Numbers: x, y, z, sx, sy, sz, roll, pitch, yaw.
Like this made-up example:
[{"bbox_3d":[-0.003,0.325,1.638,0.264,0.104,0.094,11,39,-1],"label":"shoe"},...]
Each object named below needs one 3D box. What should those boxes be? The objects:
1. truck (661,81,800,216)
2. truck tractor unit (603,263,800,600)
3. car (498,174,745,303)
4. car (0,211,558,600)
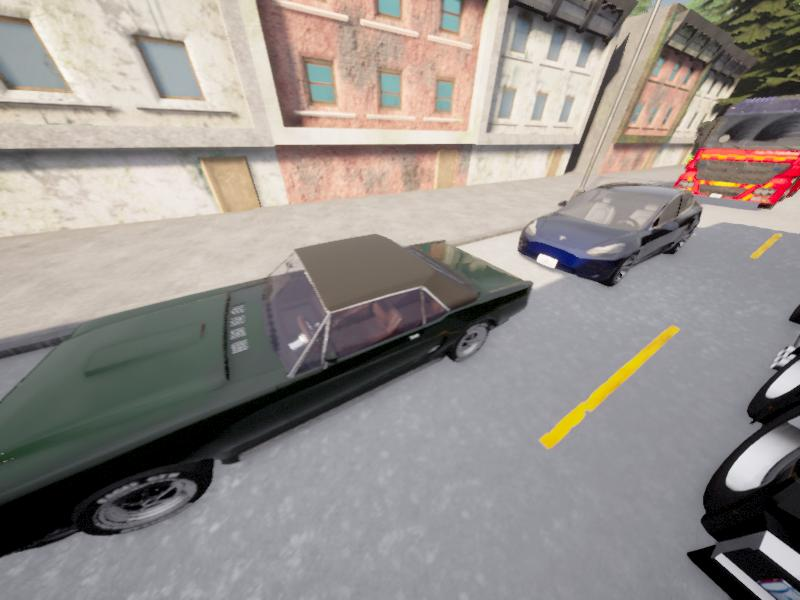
[{"bbox_3d":[16.314,-6.550,10.162,8.468,3.827,2.891,-18,39,-24],"label":"truck"},{"bbox_3d":[5.114,-0.294,0.797,6.516,4.208,3.053,-18,39,-24],"label":"truck tractor unit"},{"bbox_3d":[4.957,-1.775,5.282,4.792,1.488,2.163,-18,39,-24],"label":"car"},{"bbox_3d":[-0.772,0.179,2.602,4.718,1.301,1.895,-18,39,-25],"label":"car"}]
